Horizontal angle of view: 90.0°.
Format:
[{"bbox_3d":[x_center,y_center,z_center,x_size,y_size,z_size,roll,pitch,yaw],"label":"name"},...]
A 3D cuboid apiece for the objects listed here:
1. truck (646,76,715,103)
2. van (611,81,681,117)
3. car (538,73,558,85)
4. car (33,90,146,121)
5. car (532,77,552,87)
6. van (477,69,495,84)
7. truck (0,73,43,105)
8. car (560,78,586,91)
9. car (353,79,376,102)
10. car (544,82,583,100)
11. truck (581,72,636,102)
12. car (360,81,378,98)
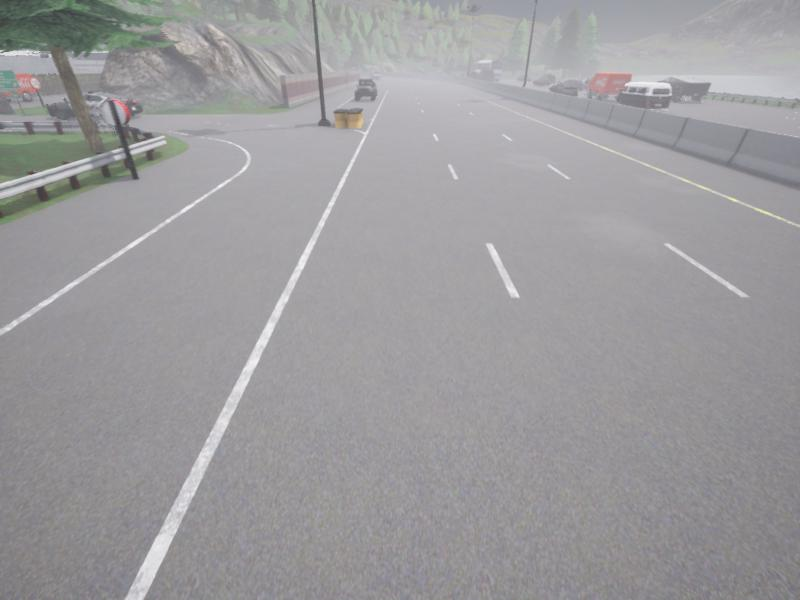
[{"bbox_3d":[28.013,-21.295,40.346,2.390,2.098,6.274,0,30,0],"label":"truck"},{"bbox_3d":[17.512,-14.531,28.833,2.069,2.038,4.480,0,30,0],"label":"van"},{"bbox_3d":[28.023,-42.029,76.025,1.932,1.855,4.605,0,30,0],"label":"car"},{"bbox_3d":[-18.797,-11.902,24.446,4.974,1.542,2.038,0,30,0],"label":"car"},{"bbox_3d":[24.521,-37.731,69.238,1.895,1.301,4.718,0,30,0],"label":"car"},{"bbox_3d":[17.381,-45.482,81.228,1.988,2.561,5.915,-2,30,-3],"label":"van"},{"bbox_3d":[-37.002,-19.570,37.006,2.627,2.467,5.204,2,30,3],"label":"truck"},{"bbox_3d":[24.508,-30.582,56.836,1.816,1.474,4.193,0,30,0],"label":"car"},{"bbox_3d":[-3.488,-21.130,40.263,1.905,1.878,3.866,0,30,0],"label":"car"},{"bbox_3d":[17.511,-22.565,43.095,2.128,1.511,4.902,0,30,0],"label":"car"},{"bbox_3d":[21.012,-21.735,40.729,2.627,2.467,5.204,0,30,0],"label":"truck"},{"bbox_3d":[-3.485,-23.960,45.437,1.789,1.549,3.705,0,30,0],"label":"car"}]
